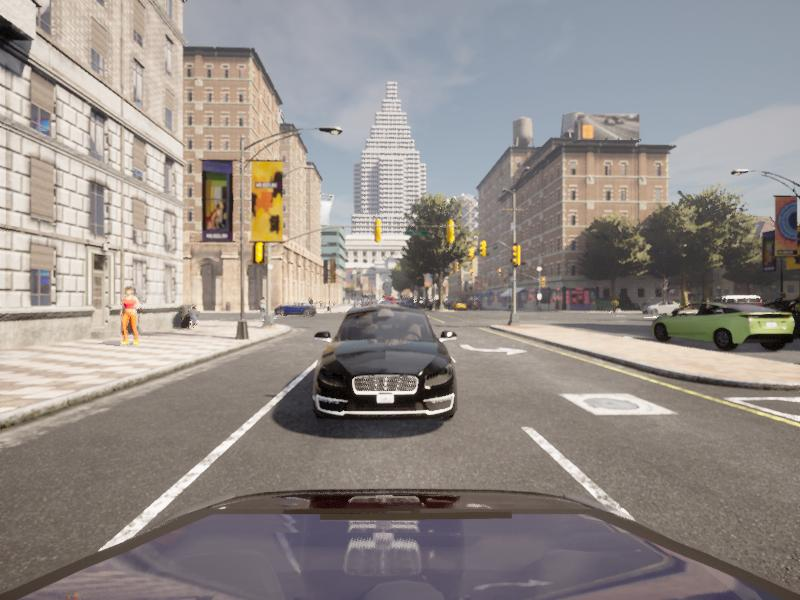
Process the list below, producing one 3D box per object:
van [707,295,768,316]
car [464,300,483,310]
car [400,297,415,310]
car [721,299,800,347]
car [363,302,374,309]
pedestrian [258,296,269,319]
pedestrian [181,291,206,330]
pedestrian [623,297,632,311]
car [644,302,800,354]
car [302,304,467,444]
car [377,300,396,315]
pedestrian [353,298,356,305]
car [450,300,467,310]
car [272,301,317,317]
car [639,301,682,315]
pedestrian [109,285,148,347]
[{"bbox_3d":[34.330,0.568,40.772,4.480,2.038,2.069,0,0,-2],"label":"van"},{"bbox_3d":[12.696,0.793,69.193,2.152,1.651,5.027,0,0,-2],"label":"car"},{"bbox_3d":[1.236,0.561,67.828,2.150,2.045,5.566,0,0,-2],"label":"car"},{"bbox_3d":[14.506,0.787,14.855,1.851,1.617,3.988,0,0,-2],"label":"car"},{"bbox_3d":[-5.678,0.932,72.679,1.895,1.301,4.718,0,0,-2],"label":"car"},{"bbox_3d":[-11.213,0.634,32.858,0.751,1.860,0.751,0,0,-11],"label":"pedestrian"},{"bbox_3d":[-9.975,0.483,19.334,0.751,1.860,0.751,0,0,9],"label":"pedestrian"},{"bbox_3d":[30.637,0.481,53.842,0.751,1.860,0.751,0,0,-2],"label":"pedestrian"},{"bbox_3d":[11.019,0.827,14.072,2.007,1.525,4.514,0,0,-2],"label":"car"},{"bbox_3d":[-0.240,0.844,6.891,1.837,1.490,4.892,0,0,-2],"label":"car"},{"bbox_3d":[-1.468,0.819,43.862,1.882,1.535,5.008,0,0,-2],"label":"car"},{"bbox_3d":[-13.232,0.475,116.449,0.751,1.860,0.751,0,0,0],"label":"pedestrian"},{"bbox_3d":[9.356,0.796,64.731,1.801,1.575,5.366,0,0,-2],"label":"car"},{"bbox_3d":[-10.162,0.850,38.827,3.806,1.475,1.970,0,0,1],"label":"car"},{"bbox_3d":[28.632,0.823,44.054,3.633,1.501,1.845,0,0,-2],"label":"car"},{"bbox_3d":[-8.373,0.484,12.381,0.751,1.860,0.751,0,0,-10],"label":"pedestrian"}]
